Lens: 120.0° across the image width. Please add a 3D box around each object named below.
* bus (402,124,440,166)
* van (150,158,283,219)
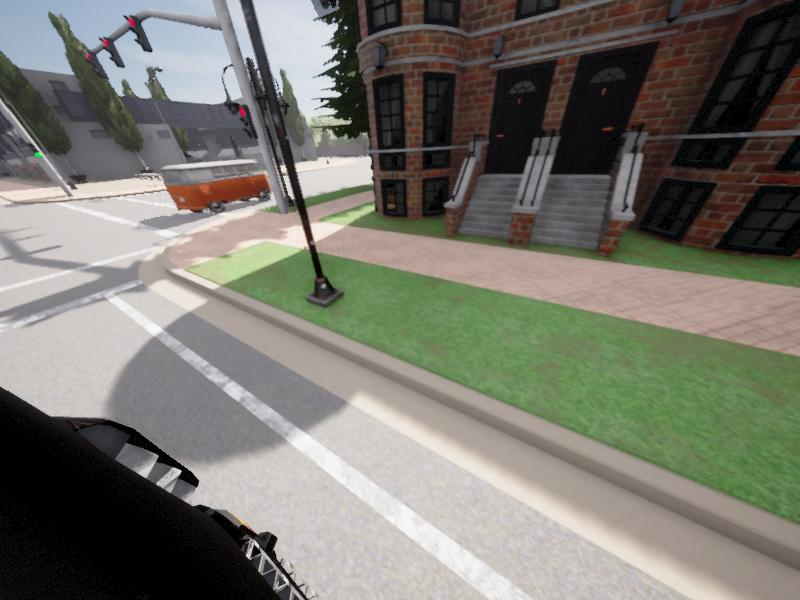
[{"bbox_3d":[3.291,-22.359,33.452,3.944,4.253,10.273,5,34,11],"label":"bus"},{"bbox_3d":[-8.381,-5.591,11.246,1.775,1.987,4.442,10,36,20],"label":"van"}]
